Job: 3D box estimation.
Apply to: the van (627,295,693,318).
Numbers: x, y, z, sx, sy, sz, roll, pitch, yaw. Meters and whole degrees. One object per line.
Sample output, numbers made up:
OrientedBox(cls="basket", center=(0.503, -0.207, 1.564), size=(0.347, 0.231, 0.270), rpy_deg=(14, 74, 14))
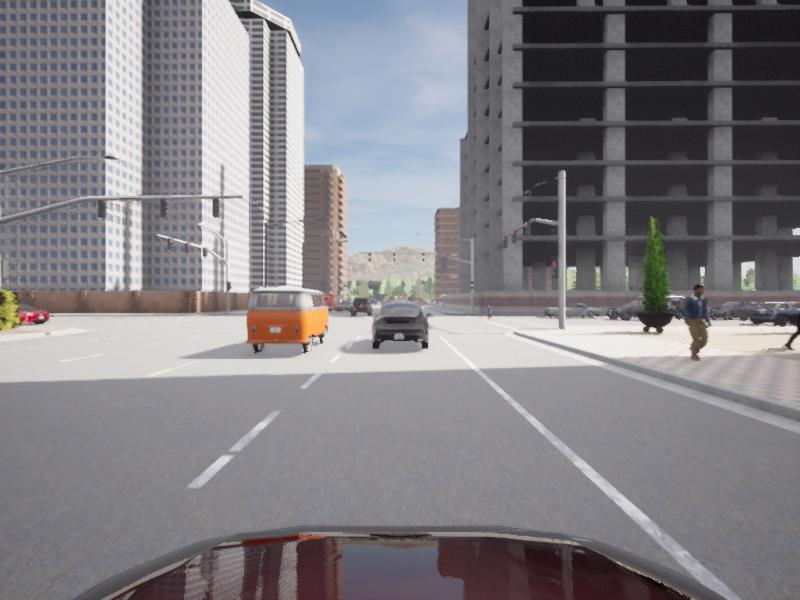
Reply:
OrientedBox(cls="van", center=(22.909, 0.566, 35.390), size=(4.480, 2.038, 2.069), rpy_deg=(0, 0, 0))

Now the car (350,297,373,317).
OrientedBox(cls="car", center=(-3.695, 0.640, 38.979), size=(1.905, 1.878, 3.866), rpy_deg=(0, 0, 0))

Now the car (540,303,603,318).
OrientedBox(cls="car", center=(15.138, 0.938, 35.441), size=(4.718, 1.301, 1.895), rpy_deg=(0, 0, 0))

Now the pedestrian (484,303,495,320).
OrientedBox(cls="pedestrian", center=(6.942, 0.912, 31.105), size=(0.751, 1.300, 0.751), rpy_deg=(0, 0, 6))

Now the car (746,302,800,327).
OrientedBox(cls="car", center=(24.284, 0.849, 24.868), size=(3.806, 1.475, 1.970), rpy_deg=(0, 0, 0))

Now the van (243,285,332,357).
OrientedBox(cls="van", center=(-3.517, 0.595, 13.395), size=(1.775, 1.987, 4.442), rpy_deg=(0, 0, -1))

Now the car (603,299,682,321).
OrientedBox(cls="car", center=(19.244, 0.776, 31.911), size=(5.027, 1.651, 2.152), rpy_deg=(0, 0, 0))

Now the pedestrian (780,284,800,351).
OrientedBox(cls="pedestrian", center=(11.305, 0.481, 11.180), size=(0.751, 1.860, 0.751), rpy_deg=(0, 0, -20))

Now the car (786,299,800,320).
OrientedBox(cls="car", center=(34.140, 0.774, 31.817), size=(4.856, 1.649, 2.033), rpy_deg=(0, 0, 0))

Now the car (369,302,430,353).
OrientedBox(cls="car", center=(0.084, 0.842, 14.448), size=(1.837, 1.490, 4.892), rpy_deg=(0, 0, 3))

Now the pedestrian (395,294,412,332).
OrientedBox(cls="pedestrian", center=(0.165, 0.634, 20.000), size=(0.751, 1.860, 0.751), rpy_deg=(0, 0, -6))

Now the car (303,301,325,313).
OrientedBox(cls="car", center=(-10.665, 0.845, 49.916), size=(1.970, 1.475, 3.806), rpy_deg=(0, 0, 1))

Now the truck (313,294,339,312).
OrientedBox(cls="truck", center=(-10.549, 0.348, 57.550), size=(2.627, 2.467, 5.204), rpy_deg=(0, 0, 1))

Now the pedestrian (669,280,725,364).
OrientedBox(cls="pedestrian", center=(6.842, 0.483, 9.252), size=(0.751, 1.860, 0.751), rpy_deg=(0, 0, 0))

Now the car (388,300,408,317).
OrientedBox(cls="car", center=(-0.196, 0.816, 39.483), size=(1.882, 1.535, 5.008), rpy_deg=(0, 0, 0))

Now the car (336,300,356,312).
OrientedBox(cls="car", center=(-7.120, 0.820, 53.026), size=(2.007, 1.525, 4.514), rpy_deg=(0, 0, 1))

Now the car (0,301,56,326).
OrientedBox(cls="car", center=(-24.808, 0.824, 25.203), size=(4.514, 1.525, 2.007), rpy_deg=(0, 0, 0))

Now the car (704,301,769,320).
OrientedBox(cls="car", center=(26.702, 0.822, 31.866), size=(3.633, 1.501, 1.845), rpy_deg=(0, 0, 0))
